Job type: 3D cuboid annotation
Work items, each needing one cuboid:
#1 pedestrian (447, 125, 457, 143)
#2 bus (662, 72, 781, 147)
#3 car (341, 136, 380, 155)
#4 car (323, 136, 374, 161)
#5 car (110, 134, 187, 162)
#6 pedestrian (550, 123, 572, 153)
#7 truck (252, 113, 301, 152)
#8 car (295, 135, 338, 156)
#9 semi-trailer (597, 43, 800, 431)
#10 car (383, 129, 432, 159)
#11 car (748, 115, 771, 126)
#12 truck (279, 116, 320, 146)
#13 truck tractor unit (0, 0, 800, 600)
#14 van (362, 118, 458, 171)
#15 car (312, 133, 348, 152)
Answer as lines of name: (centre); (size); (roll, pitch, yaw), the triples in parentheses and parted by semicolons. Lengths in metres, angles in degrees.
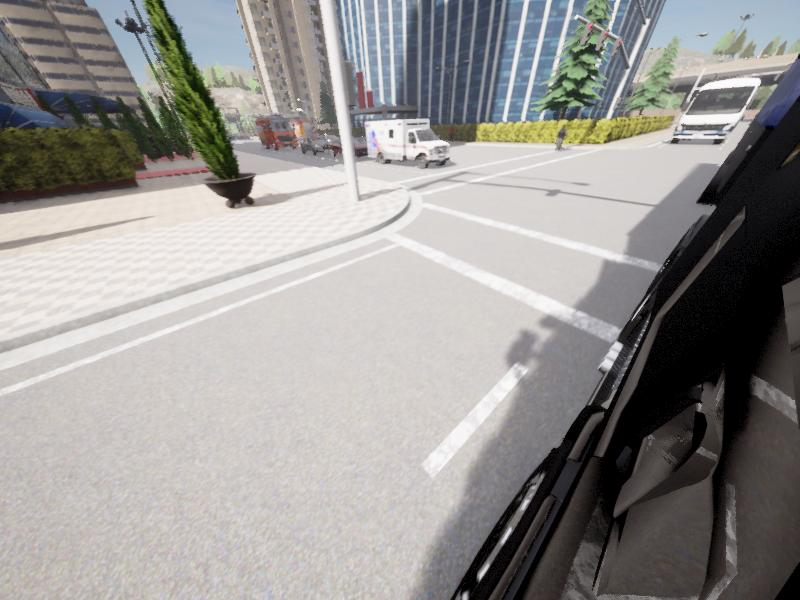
pedestrian: (6.706, -21.528, 29.901); (0.751, 1.860, 0.751); (-25, 43, -27)
bus: (28.638, -16.806, 20.789); (10.273, 4.253, 3.944); (-28, 44, -30)
car: (-4.141, -16.256, 24.209); (1.994, 1.385, 4.181); (-27, 44, -29)
car: (-4.561, -13.342, 20.235); (1.882, 1.535, 5.008); (-28, 44, -30)
car: (-26.791, -16.643, 25.096); (2.390, 2.098, 6.274); (-7, 37, -7)
pedestrian: (12.832, -12.904, 18.416); (0.751, 1.860, 0.751); (29, 47, 35)
truck: (-16.993, -22.816, 31.543); (2.891, 3.827, 8.468); (-27, 43, -29)
car: (-8.828, -16.310, 24.281); (2.242, 1.667, 4.611); (-28, 44, -30)
semi-trailer: (8.703, -3.594, 4.235); (14.254, 4.402, 2.717); (-28, 44, -30)
car: (0.555, -13.236, 19.530); (1.905, 1.878, 3.866); (-28, 44, -30)
car: (67.086, -33.479, 43.116); (4.674, 1.442, 1.812); (-28, 44, -30)
truck: (-17.870, -29.831, 40.868); (2.891, 3.827, 8.468); (-28, 44, -30)
truck tractor unit: (2.645, -0.295, 0.351); (6.516, 4.208, 3.053); (-28, 44, -30)
van: (0.365, -10.326, 15.242); (2.351, 2.431, 6.366); (-28, 44, -30)
car: (-8.681, -19.450, 28.452); (1.930, 1.638, 5.238); (-29, 44, -30)
